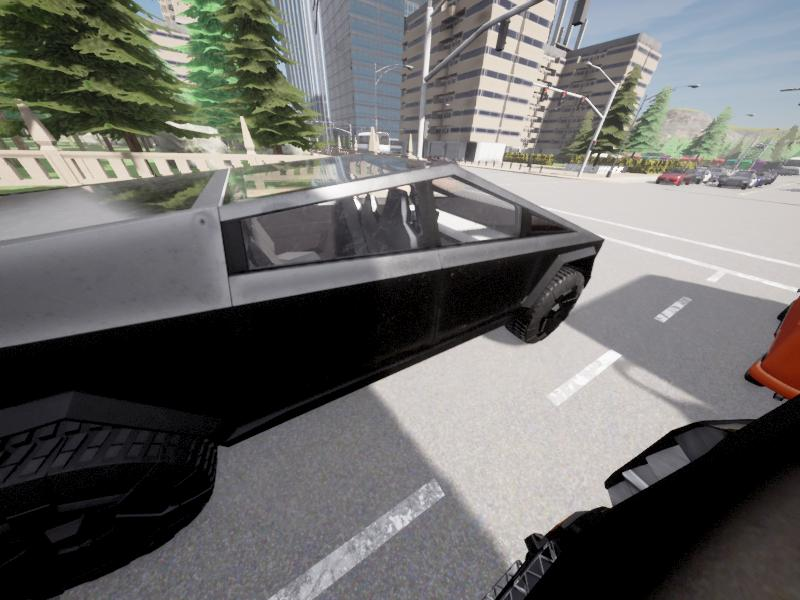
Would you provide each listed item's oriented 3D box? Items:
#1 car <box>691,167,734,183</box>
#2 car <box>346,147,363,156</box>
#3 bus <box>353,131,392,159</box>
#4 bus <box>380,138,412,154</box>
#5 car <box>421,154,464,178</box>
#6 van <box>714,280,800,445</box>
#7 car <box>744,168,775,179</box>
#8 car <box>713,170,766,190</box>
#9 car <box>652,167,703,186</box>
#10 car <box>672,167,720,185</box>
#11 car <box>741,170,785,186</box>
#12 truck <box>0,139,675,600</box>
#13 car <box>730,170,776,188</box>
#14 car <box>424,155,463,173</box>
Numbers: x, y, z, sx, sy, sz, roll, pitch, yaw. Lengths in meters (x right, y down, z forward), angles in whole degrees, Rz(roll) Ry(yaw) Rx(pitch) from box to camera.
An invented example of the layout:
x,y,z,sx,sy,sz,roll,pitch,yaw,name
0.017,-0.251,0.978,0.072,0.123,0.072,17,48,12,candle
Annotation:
x,y,z,sx,sy,sz,roll,pitch,yaw,name
40.866,-16.375,30.198,4.856,1.649,2.033,-16,38,-26,car
-10.941,-35.661,55.396,2.128,1.511,4.902,-16,38,-26,car
-5.877,-31.679,47.310,3.944,4.253,10.273,-16,38,-26,bus
-1.484,-53.513,80.384,10.273,4.253,3.944,-16,38,-26,bus
3.992,-13.001,22.348,1.851,1.617,3.988,-14,37,-24,car
5.895,0.160,2.348,4.442,1.987,1.775,-16,38,-26,van
69.489,-24.495,44.666,4.611,1.667,2.242,-16,38,-26,car
35.672,-12.619,24.241,4.974,1.542,2.038,-16,38,-26,car
29.418,-13.112,24.513,4.514,1.525,2.007,-15,37,-25,car
34.844,-14.620,27.189,4.974,1.542,2.038,-16,38,-26,car
47.226,-15.903,30.075,4.902,1.511,2.128,-16,38,-26,car
-0.476,-0.312,2.474,6.274,2.098,2.390,-16,38,-26,truck
41.714,-14.338,27.290,4.514,1.525,2.007,-16,38,-26,car
4.913,-15.961,27.018,1.812,1.442,4.674,-16,38,-26,car
